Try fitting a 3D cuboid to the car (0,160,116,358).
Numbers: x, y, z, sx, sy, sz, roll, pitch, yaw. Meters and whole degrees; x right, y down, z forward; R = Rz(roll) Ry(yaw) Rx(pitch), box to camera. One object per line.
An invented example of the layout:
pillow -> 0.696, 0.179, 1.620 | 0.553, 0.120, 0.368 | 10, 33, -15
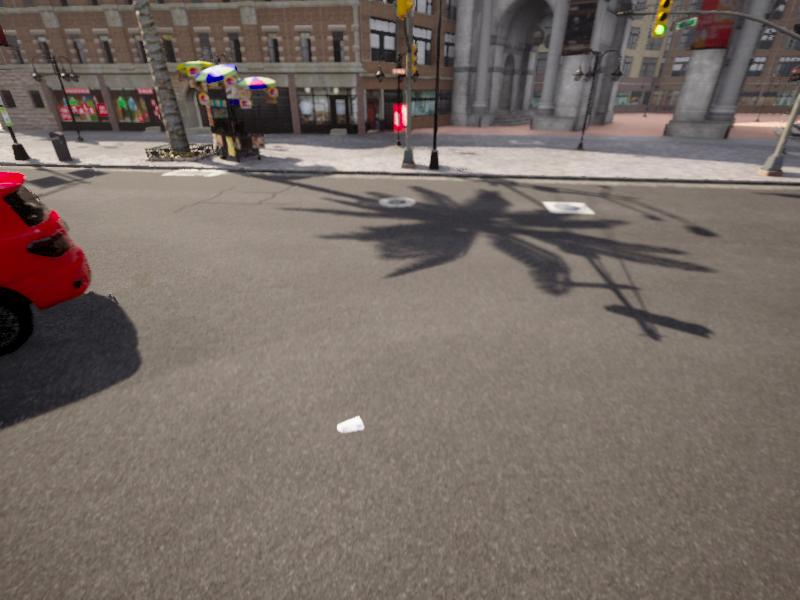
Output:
car -> -6.895, -0.071, 4.376 | 5.566, 2.045, 2.150 | -23, 35, -36
